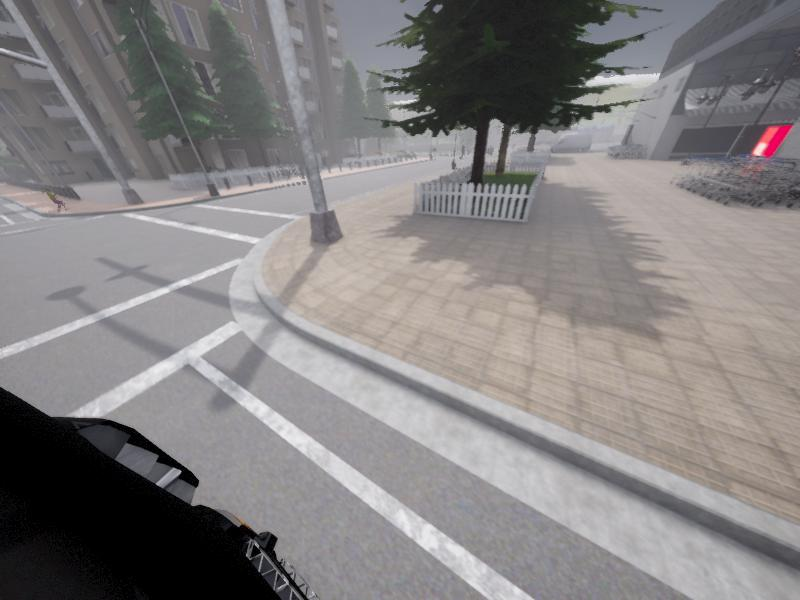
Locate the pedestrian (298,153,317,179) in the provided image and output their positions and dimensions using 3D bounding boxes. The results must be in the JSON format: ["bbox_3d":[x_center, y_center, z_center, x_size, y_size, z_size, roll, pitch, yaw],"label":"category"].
[{"bbox_3d":[-8.028,-11.669,20.102,0.751,1.860,0.751,15,38,25],"label":"pedestrian"}]

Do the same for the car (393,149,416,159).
[{"bbox_3d":[0.953,-30.351,48.023,4.514,1.525,2.007,15,38,25],"label":"car"}]

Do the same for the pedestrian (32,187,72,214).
[{"bbox_3d":[-16.847,-4.837,11.197,0.500,1.100,0.500,12,37,22],"label":"pedestrian"}]

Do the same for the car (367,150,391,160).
[{"bbox_3d":[-4.584,-31.852,50.696,5.008,1.535,1.882,15,38,25],"label":"car"}]
